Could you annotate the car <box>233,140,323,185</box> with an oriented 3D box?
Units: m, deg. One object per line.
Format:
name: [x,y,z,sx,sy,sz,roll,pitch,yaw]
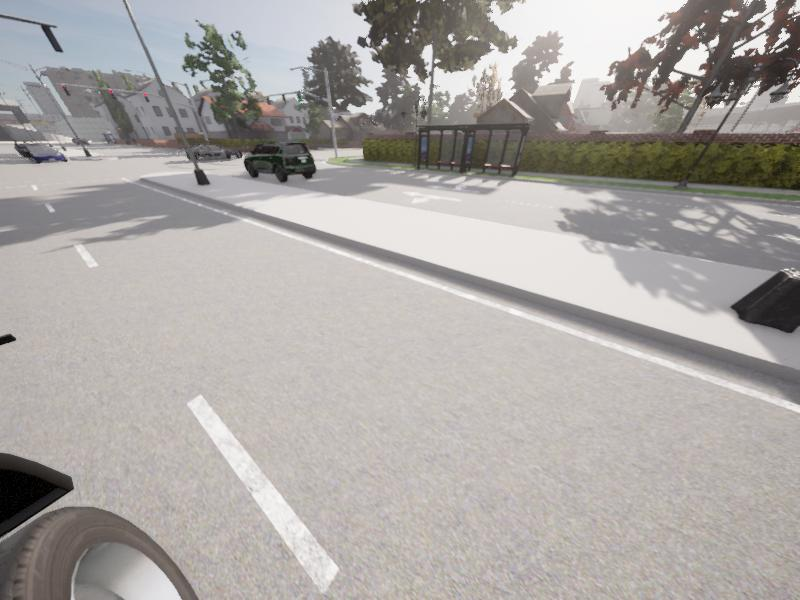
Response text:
car: [-7.819,-8.949,14.804,5.566,2.045,2.150,22,41,28]

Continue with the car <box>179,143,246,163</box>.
car: [-20.408,-16.178,25.330,5.238,1.638,1.930,-27,43,-33]

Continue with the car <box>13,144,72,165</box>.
car: [-35.802,-14.640,23.153,4.792,1.488,2.163,19,39,24]

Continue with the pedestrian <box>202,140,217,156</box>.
pedestrian: [-26.934,-21.530,32.655,0.751,1.860,0.751,22,41,28]

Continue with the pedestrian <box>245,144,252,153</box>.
pedestrian: [-24.173,-24.159,36.826,0.500,1.100,0.500,27,43,32]

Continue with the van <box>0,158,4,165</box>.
van: [-39.221,-13.646,21.230,4.480,2.038,2.069,22,40,28]

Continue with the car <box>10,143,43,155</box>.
car: [-53.491,-21.607,33.073,4.718,1.301,1.895,22,41,28]

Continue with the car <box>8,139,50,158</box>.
car: [-45.539,-18.612,28.367,3.866,1.878,1.905,22,40,28]

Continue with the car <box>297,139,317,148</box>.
car: [-20.992,-35.372,52.169,3.806,1.475,1.970,22,41,28]

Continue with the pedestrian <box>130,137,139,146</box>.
pedestrian: [-67.314,-40.159,58.545,0.751,1.860,0.751,25,42,31]
